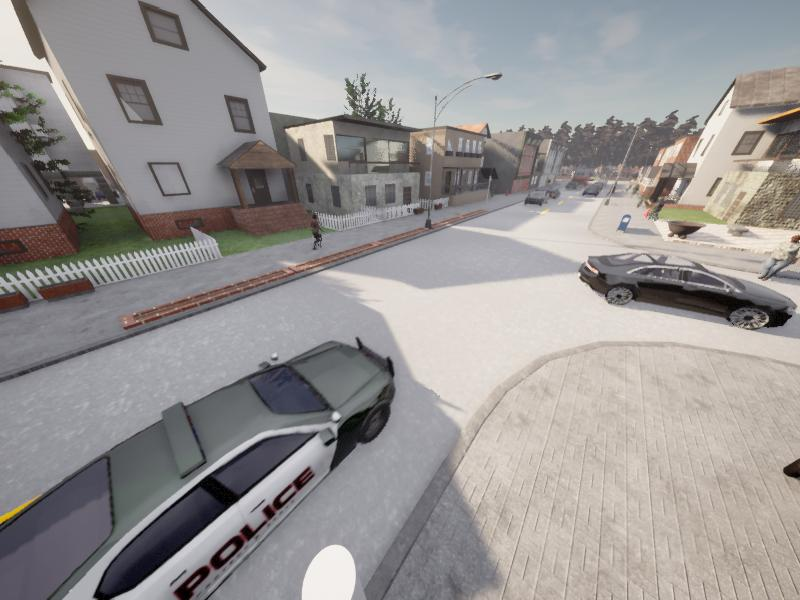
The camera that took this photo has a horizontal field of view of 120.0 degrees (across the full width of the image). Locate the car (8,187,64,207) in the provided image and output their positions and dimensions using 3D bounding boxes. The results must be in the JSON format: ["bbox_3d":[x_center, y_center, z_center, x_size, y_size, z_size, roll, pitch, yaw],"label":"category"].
[{"bbox_3d":[-43.673,-12.532,27.911,2.242,1.667,4.611,-23,37,-34],"label":"car"}]

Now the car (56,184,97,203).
[{"bbox_3d":[-41.858,-13.887,30.046,1.905,1.878,3.866,-23,37,-34],"label":"car"}]

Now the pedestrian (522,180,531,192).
[{"bbox_3d":[21.896,-19.692,39.996,0.751,1.860,0.751,21,36,32],"label":"pedestrian"}]

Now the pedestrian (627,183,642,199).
[{"bbox_3d":[32.891,-15.281,32.355,0.751,1.860,0.751,-23,37,-35],"label":"pedestrian"}]

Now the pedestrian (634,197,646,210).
[{"bbox_3d":[25.069,-10.101,24.143,0.500,1.100,0.500,24,38,35],"label":"pedestrian"}]

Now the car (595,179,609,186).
[{"bbox_3d":[50.542,-29.465,57.746,1.895,1.301,4.718,25,38,36],"label":"car"}]

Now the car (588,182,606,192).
[{"bbox_3d":[38.284,-22.040,44.785,2.033,1.411,5.357,23,37,34],"label":"car"}]

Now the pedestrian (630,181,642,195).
[{"bbox_3d":[37.295,-17.687,36.524,0.751,1.860,0.751,23,37,34],"label":"pedestrian"}]

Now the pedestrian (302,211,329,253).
[{"bbox_3d":[-4.372,-3.542,12.024,0.751,1.860,0.751,-26,39,-37],"label":"pedestrian"}]

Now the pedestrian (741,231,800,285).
[{"bbox_3d":[14.596,-1.592,8.854,0.751,1.860,0.751,-5,30,-9],"label":"pedestrian"}]

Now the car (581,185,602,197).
[{"bbox_3d":[31.002,-17.693,37.282,1.994,1.385,4.181,23,37,34],"label":"car"}]

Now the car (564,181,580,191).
[{"bbox_3d":[34.192,-22.801,45.947,1.789,1.549,3.705,22,37,33],"label":"car"}]

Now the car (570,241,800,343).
[{"bbox_3d":[8.791,-0.557,7.455,4.902,1.511,2.128,14,33,23],"label":"car"}]

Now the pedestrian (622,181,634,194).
[{"bbox_3d":[36.661,-18.051,37.153,0.751,1.860,0.751,-26,39,-38],"label":"pedestrian"}]

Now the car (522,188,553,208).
[{"bbox_3d":[16.653,-12.450,27.928,1.930,1.638,5.238,22,37,33],"label":"car"}]

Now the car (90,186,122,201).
[{"bbox_3d":[-40.001,-14.531,31.503,1.845,1.501,3.633,-23,37,-34],"label":"car"}]

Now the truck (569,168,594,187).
[{"bbox_3d":[42.777,-28.918,54.269,2.891,3.827,8.468,22,37,33],"label":"truck"}]

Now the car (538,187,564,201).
[{"bbox_3d":[21.579,-15.203,32.970,1.994,1.385,4.181,23,37,34],"label":"car"}]

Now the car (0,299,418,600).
[{"bbox_3d":[-2.080,1.934,3.131,2.038,1.542,4.974,23,37,34],"label":"car"}]

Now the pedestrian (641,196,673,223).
[{"bbox_3d":[20.248,-7.131,18.222,0.751,1.860,0.751,1,30,1],"label":"pedestrian"}]

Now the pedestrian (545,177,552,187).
[{"bbox_3d":[32.768,-26.023,50.961,0.751,1.860,0.751,-22,37,-33],"label":"pedestrian"}]
